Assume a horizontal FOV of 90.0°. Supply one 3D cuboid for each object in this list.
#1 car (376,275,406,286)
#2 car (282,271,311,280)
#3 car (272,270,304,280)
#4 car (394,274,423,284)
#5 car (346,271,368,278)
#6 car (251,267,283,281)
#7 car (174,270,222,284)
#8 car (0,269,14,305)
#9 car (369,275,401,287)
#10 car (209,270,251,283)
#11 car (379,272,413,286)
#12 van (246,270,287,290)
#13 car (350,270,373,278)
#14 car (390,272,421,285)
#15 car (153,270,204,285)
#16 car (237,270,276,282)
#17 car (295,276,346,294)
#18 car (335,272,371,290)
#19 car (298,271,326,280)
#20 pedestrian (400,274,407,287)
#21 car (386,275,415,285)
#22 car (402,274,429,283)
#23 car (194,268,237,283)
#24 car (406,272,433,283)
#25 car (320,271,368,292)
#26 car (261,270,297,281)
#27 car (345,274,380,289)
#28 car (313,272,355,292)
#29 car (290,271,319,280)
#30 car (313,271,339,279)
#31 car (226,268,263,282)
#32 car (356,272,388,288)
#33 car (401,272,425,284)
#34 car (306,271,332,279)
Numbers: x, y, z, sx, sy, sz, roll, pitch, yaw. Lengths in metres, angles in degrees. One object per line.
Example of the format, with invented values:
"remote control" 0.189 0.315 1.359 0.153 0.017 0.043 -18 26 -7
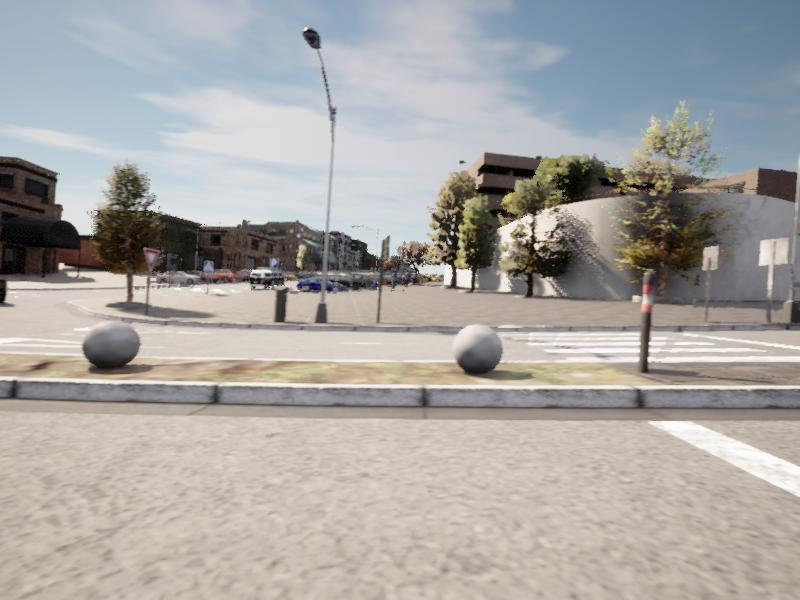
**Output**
"car" -1.544 -3.179 65.992 4.792 1.488 2.163 3 5 -4
"car" -18.384 -4.378 71.363 4.792 1.488 2.163 1 4 -5
"car" -19.190 -4.212 68.535 5.008 1.535 2.097 1 4 -5
"car" 1.529 -4.023 77.513 5.366 1.575 1.946 3 5 -5
"car" -10.778 -6.282 99.570 5.366 1.575 1.946 2 4 -4
"car" -20.826 -4.046 62.849 4.442 1.987 1.878 1 5 -5
"car" -24.500 -2.799 48.677 4.792 1.488 2.163 1 4 -5
"car" -19.414 -0.726 17.888 5.008 1.535 1.882 4 0 32
"car" -2.411 -3.010 63.103 4.892 1.521 2.231 3 5 -4
"car" -23.037 -3.196 54.354 4.792 1.488 2.163 1 5 -5
"car" -0.685 -3.658 68.856 5.566 2.045 2.435 3 5 -4
"van" -14.466 -2.227 43.718 2.069 2.038 4.480 4 5 16
"car" -9.822 -6.681 102.380 5.566 2.045 2.435 2 4 -4
"car" 0.956 -4.059 74.633 5.566 2.045 2.435 3 5 -5
"car" -25.288 -2.590 45.829 4.674 1.452 2.002 1 4 -5
"car" -21.487 -3.622 60.044 5.008 1.535 2.097 1 4 -5
"car" -8.499 -1.636 43.039 5.008 1.535 2.097 3 5 -3
"car" -5.984 -2.454 51.595 4.442 1.987 1.878 3 5 -3
"car" -16.861 -4.799 77.009 4.892 1.521 2.231 1 5 -5
"pedestrian" 0.518 -2.910 59.068 0.751 1.860 0.751 4 0 11
"car" 0.100 -3.609 71.766 4.892 1.521 2.231 3 5 -4
"car" 3.125 -4.418 83.275 5.366 1.575 1.946 3 5 -5
"car" -23.733 -3.151 51.502 4.553 1.767 2.185 1 5 -5
"car" 4.152 -4.844 86.153 5.566 2.045 2.435 3 4 -5
"car" -6.767 -2.279 48.735 5.566 2.045 2.435 3 5 -3
"car" -19.764 -4.014 65.722 5.366 1.575 1.946 1 4 -5
"car" -5.033 -2.547 54.482 4.553 1.767 2.185 3 5 -3
"car" -7.494 -2.051 45.890 4.442 1.987 1.878 3 5 -3
"car" -17.647 -4.605 74.188 5.008 1.535 2.097 1 4 -5
"car" -15.304 -5.192 82.655 5.008 1.535 2.097 1 5 -5
"car" -22.209 -3.547 57.189 4.553 1.767 2.185 1 5 -5
"car" -4.011 -2.836 57.353 4.442 1.987 1.878 3 5 -3
"car" 2.640 -4.430 80.404 4.442 1.987 1.878 3 5 -5
"car" -16.082 -4.995 79.829 4.892 1.521 2.231 1 5 -5
